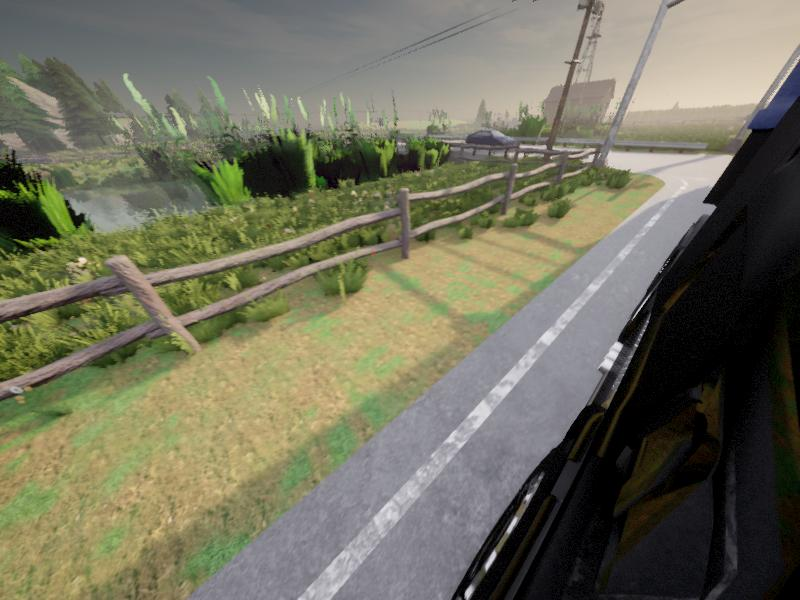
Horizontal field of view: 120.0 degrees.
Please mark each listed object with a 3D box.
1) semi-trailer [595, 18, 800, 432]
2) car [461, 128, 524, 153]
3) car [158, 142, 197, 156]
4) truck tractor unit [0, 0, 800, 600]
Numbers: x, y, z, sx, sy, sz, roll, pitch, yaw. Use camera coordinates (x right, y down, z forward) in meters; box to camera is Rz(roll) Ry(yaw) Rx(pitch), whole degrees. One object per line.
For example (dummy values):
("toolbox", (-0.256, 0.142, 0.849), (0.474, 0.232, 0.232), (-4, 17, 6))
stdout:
("semi-trailer", (8.855, -3.490, 4.072), (14.254, 4.402, 2.717), (-26, 42, -28))
("car", (7.753, -13.778, 19.893), (1.812, 1.442, 4.674), (-26, 45, -28))
("car", (-39.281, -26.838, 40.999), (4.553, 1.767, 2.097), (-26, 42, -28))
("truck tractor unit", (2.645, -0.295, 0.351), (6.516, 4.208, 3.053), (-28, 44, -30))
